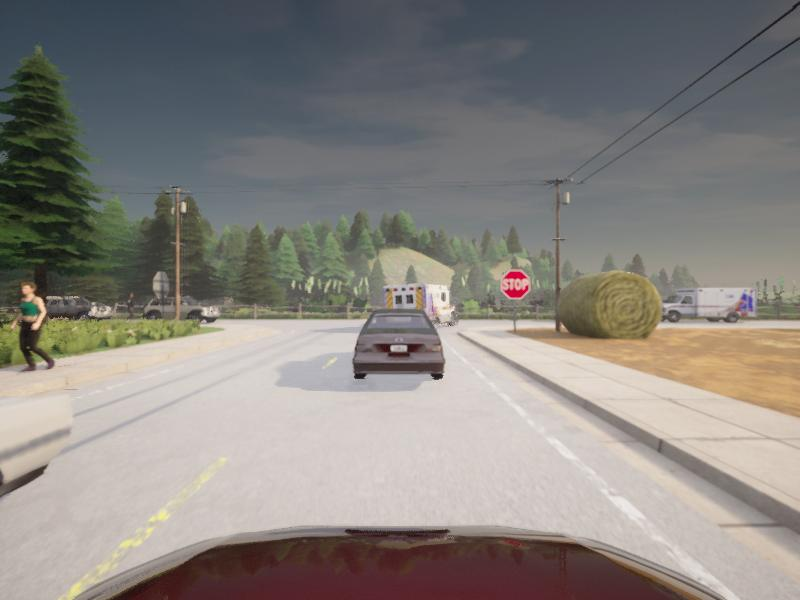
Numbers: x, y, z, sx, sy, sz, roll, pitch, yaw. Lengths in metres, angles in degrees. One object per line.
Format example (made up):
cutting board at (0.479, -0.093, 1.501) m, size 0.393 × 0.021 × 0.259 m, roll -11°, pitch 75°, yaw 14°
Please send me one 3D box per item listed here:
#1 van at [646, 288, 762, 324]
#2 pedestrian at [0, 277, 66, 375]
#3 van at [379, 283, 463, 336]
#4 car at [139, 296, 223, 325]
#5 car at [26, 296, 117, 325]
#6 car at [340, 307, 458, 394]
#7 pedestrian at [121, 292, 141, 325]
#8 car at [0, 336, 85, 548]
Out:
van at (21.422, 0.383, 28.467) m, size 6.366 × 2.431 × 2.351 m, roll 0°, pitch 0°, yaw 3°
pedestrian at (-7.375, 0.496, 7.996) m, size 0.751 × 1.860 × 0.751 m, roll 0°, pitch 0°, yaw 8°
van at (1.420, 0.439, 22.126) m, size 2.351 × 2.431 × 6.366 m, roll -3°, pitch 0°, yaw 24°
car at (-14.414, 0.655, 26.505) m, size 4.605 × 1.855 × 1.932 m, roll 0°, pitch 0°, yaw 5°
car at (-21.950, 0.656, 26.874) m, size 4.605 × 1.855 × 1.932 m, roll 0°, pitch 0°, yaw 2°
car at (-0.029, 0.908, 9.554) m, size 2.033 × 1.411 × 5.357 m, roll 0°, pitch 0°, yaw 0°
pedestrian at (-15.391, 0.483, 22.916) m, size 0.751 × 1.860 × 0.751 m, roll 0°, pitch 0°, yaw -17°
car at (-3.513, 0.945, 0.911) m, size 1.895 × 1.301 × 4.718 m, roll 0°, pitch 0°, yaw 0°
